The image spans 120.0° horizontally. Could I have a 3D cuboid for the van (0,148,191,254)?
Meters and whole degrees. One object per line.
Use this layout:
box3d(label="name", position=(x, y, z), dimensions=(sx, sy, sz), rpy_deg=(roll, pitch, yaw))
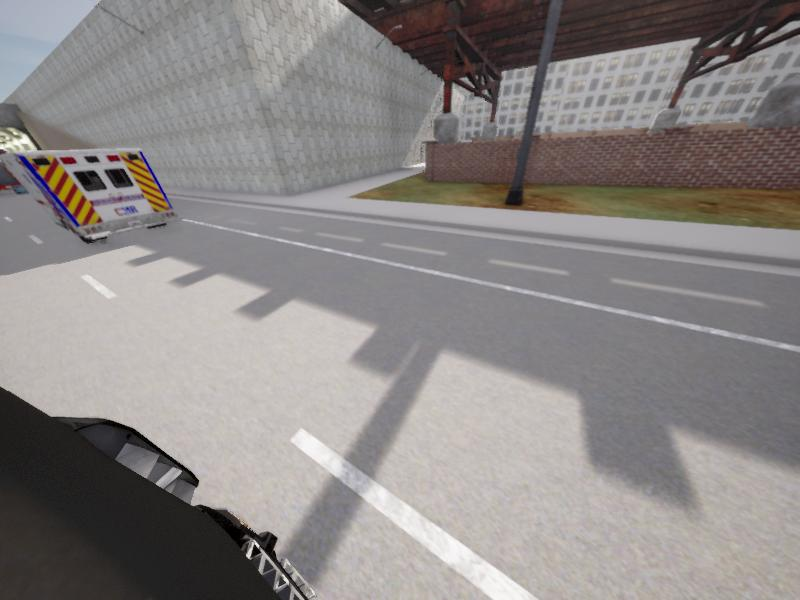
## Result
box3d(label="van", position=(-10.769, -3.684, 8.049), dimensions=(6.366, 2.431, 2.351), rpy_deg=(16, 38, 26))

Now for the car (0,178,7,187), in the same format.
box3d(label="car", position=(-53.025, -15.371, 29.648), dimensions=(4.674, 1.442, 1.812), rpy_deg=(16, 38, 26))

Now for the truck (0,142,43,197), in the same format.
box3d(label="truck", position=(-37.639, -11.945, 21.203), dimensions=(8.468, 3.827, 2.891), rpy_deg=(16, 38, 26))
